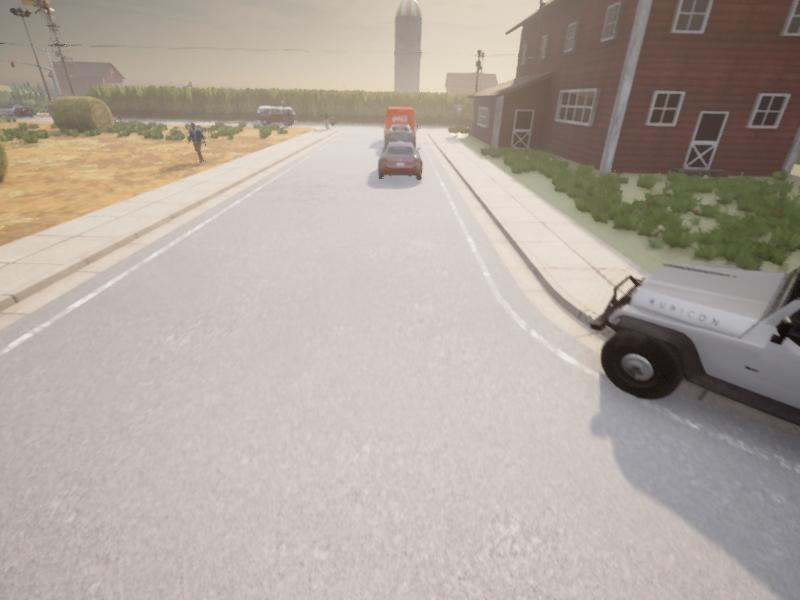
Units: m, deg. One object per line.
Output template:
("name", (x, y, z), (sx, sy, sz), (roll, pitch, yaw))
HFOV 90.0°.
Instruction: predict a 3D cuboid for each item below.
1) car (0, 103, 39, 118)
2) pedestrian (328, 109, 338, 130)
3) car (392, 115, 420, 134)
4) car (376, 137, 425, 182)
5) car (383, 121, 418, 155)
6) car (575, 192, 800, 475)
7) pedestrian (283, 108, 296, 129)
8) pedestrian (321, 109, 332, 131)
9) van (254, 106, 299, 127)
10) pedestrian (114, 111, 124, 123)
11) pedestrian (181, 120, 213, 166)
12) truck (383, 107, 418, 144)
("car", (-48.974, -23.818, 50.265), (4.974, 1.542, 2.038), (2, 27, 2))
("pedestrian", (-6.726, -18.161, 40.210), (0.751, 1.860, 0.751), (2, 27, 1))
("car", (0.669, -18.400, 41.807), (2.038, 1.542, 4.974), (6, 27, 10))
("car", (0.009, -6.554, 18.405), (1.994, 1.385, 4.181), (1, 27, -1))
("car", (0.008, -10.996, 26.952), (2.152, 1.651, 5.027), (1, 27, -1))
("car", (4.177, 0.367, 3.920), (1.905, 1.878, 3.866), (-27, 36, -34))
("pedestrian", (-11.066, -18.162, 40.005), (0.751, 1.860, 0.751), (21, 33, 33))
("pedestrian", (-7.080, -17.345, 38.572), (0.751, 1.860, 0.751), (3, 27, 2))
("van", (-14.325, -21.468, 46.673), (4.480, 2.038, 2.069), (1, 27, 0))
("pedestrian", (-29.902, -19.454, 42.586), (0.500, 1.100, 0.500), (1, 27, -1))
("pedestrian", (-9.123, -7.060, 18.040), (0.751, 1.860, 0.751), (1, 27, -2))
("truck", (0.012, -14.466, 32.898), (2.627, 2.467, 5.204), (1, 27, 0))
